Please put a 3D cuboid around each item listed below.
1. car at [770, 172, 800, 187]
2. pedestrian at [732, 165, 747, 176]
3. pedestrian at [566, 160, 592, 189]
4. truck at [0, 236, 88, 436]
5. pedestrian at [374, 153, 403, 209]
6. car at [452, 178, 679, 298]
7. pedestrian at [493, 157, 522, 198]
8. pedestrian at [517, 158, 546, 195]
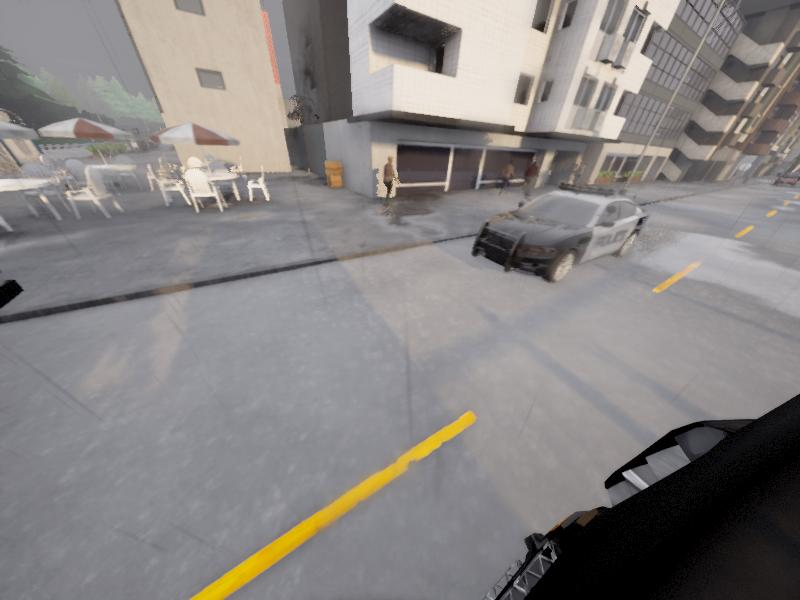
[{"bbox_3d":[51.685,-16.060,30.704,3.633,1.501,1.845,-17,38,-27],"label":"car"},{"bbox_3d":[67.020,-25.498,45.592,0.751,1.860,0.751,25,39,29],"label":"pedestrian"},{"bbox_3d":[13.577,-9.543,17.520,0.751,1.860,0.751,-24,42,-34],"label":"pedestrian"},{"bbox_3d":[-6.272,0.860,0.301,6.274,2.098,2.390,-15,37,-25],"label":"truck"},{"bbox_3d":[-0.464,-4.636,9.035,0.751,1.860,0.751,-23,41,-33],"label":"pedestrian"},{"bbox_3d":[4.015,-1.852,5.566,5.238,1.638,1.930,-16,38,-27],"label":"car"},{"bbox_3d":[5.881,-6.726,12.705,0.751,1.860,0.751,-24,42,-34],"label":"pedestrian"},{"bbox_3d":[7.871,-7.432,13.910,0.751,1.860,0.751,-22,41,-32],"label":"pedestrian"}]
